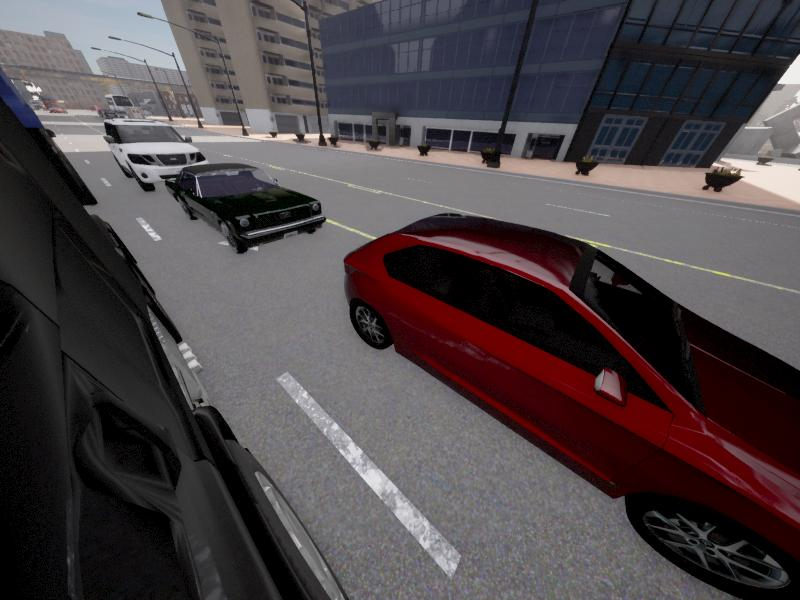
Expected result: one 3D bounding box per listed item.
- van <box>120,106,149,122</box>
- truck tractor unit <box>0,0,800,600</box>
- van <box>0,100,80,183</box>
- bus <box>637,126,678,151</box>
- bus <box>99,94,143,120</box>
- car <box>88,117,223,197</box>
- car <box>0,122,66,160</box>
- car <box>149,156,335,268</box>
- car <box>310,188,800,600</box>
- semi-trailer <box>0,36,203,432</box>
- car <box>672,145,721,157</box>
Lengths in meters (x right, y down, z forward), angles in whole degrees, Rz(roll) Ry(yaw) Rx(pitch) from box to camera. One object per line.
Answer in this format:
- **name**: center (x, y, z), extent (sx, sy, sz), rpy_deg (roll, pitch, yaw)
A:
- **van**: center (-57.664, -40.372, 50.134), extent (6.366, 2.431, 2.351), rpy_deg (29, 44, 28)
- **truck tractor unit**: center (-2.645, -0.295, 0.351), extent (6.516, 4.208, 3.053), rpy_deg (28, 44, 30)
- **van**: center (-16.570, -6.882, 9.789), extent (6.366, 2.431, 2.351), rpy_deg (28, 44, 30)
- **bus**: center (61.052, -38.238, 54.809), extent (10.273, 4.253, 3.944), rpy_deg (-26, 46, -33)
- **bus**: center (-66.094, -45.762, 54.695), extent (10.273, 4.253, 3.944), rpy_deg (29, 44, 29)
- **car**: center (-9.755, -5.873, 9.176), extent (5.566, 2.045, 2.150), rpy_deg (28, 44, 30)
- **car**: center (-22.276, -9.523, 13.725), extent (4.902, 1.511, 2.128), rpy_deg (28, 44, 30)
- **car**: center (-3.915, -2.478, 5.627), extent (4.718, 1.301, 1.895), rpy_deg (28, 44, 30)
- **car**: center (1.278, 0.188, 2.245), extent (4.193, 1.474, 1.816), rpy_deg (28, 44, 30)
- **semi-trailer**: center (-8.754, -3.566, 4.172), extent (14.254, 4.402, 2.717), rpy_deg (27, 43, 29)
- **car**: center (53.759, -27.172, 42.069), extent (2.033, 1.411, 5.357), rpy_deg (-1, 38, -6)
